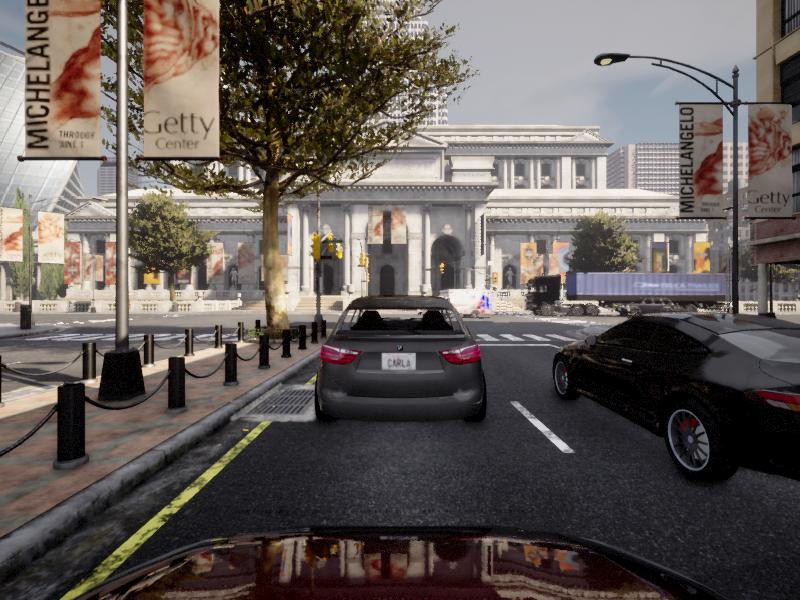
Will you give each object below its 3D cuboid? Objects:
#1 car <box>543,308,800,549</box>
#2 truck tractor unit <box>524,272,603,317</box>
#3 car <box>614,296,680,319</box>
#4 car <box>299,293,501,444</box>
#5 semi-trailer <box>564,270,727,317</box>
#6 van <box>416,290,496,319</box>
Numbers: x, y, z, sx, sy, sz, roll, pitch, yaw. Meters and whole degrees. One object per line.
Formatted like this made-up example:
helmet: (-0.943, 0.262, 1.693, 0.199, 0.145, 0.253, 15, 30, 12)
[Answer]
car: (3.472, 0.870, 4.859, 1.812, 1.442, 4.674, 0, 0, 0)
truck tractor unit: (15.870, -0.521, 39.169, 6.516, 4.208, 3.053, 0, 0, 0)
car: (21.899, 0.657, 35.624, 4.605, 1.855, 1.932, 1, 0, 0)
car: (0.019, 0.756, 6.742, 2.242, 1.667, 4.611, 0, 0, 0)
semi-trailer: (23.782, -0.617, 39.152, 14.254, 4.402, 2.717, 0, 0, 0)
van: (4.811, 0.378, 34.665, 6.366, 2.431, 2.351, 0, 0, -14)
